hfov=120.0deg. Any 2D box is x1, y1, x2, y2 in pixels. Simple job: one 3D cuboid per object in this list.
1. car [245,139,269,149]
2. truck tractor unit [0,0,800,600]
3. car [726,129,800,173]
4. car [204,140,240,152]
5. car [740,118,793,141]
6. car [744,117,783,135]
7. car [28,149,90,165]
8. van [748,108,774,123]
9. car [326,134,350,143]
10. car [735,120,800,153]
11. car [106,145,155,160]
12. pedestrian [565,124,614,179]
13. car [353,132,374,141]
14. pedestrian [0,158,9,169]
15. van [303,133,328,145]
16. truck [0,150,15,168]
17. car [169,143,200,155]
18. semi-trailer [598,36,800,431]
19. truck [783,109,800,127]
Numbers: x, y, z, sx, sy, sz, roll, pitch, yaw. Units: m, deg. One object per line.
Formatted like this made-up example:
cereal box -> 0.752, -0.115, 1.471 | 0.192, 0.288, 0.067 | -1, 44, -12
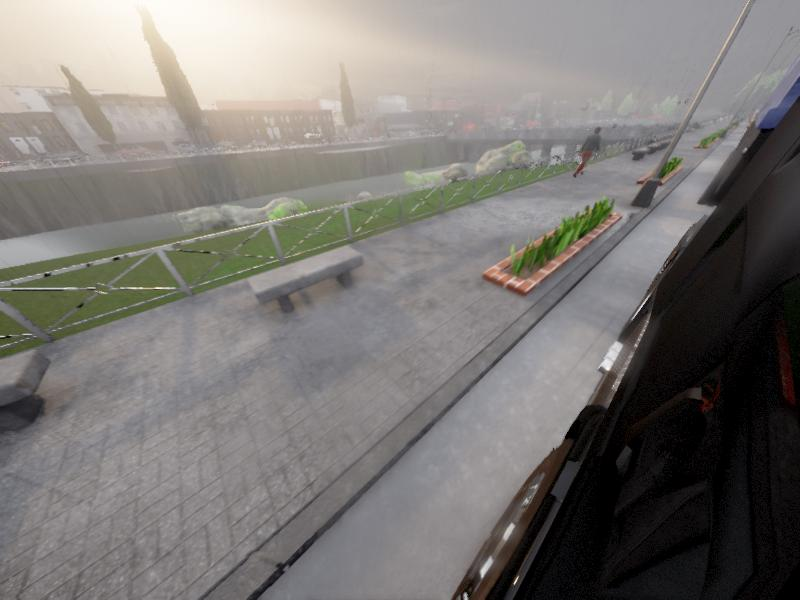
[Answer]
car -> -30.097, -32.855, 48.657 | 3.806, 1.475, 1.970 | -28, 43, -30
truck tractor unit -> 2.645, -0.295, 0.351 | 6.516, 4.208, 3.053 | -28, 44, -30
car -> 17.930, -7.287, 11.124 | 4.181, 1.385, 1.994 | -28, 43, -30
car -> -34.894, -30.364, 45.489 | 5.238, 1.638, 1.930 | -28, 43, -30
car -> 33.561, -15.693, 21.255 | 4.514, 1.525, 2.007 | -28, 43, -30
car -> 41.757, -20.052, 26.613 | 4.193, 1.474, 1.816 | -28, 43, -30
car -> -51.207, -21.646, 34.866 | 4.856, 1.649, 2.033 | -28, 43, -30
van -> 85.727, -43.915, 54.965 | 6.366, 2.431, 2.351 | -28, 43, -30
car -> -15.600, -40.655, 58.042 | 5.238, 1.638, 1.930 | -28, 43, -30
car -> 25.201, -11.232, 15.813 | 4.514, 1.525, 2.007 | -28, 43, -30
car -> -45.102, -24.903, 38.841 | 5.027, 1.651, 2.152 | -28, 43, -30
pedestrian -> 7.905, -6.222, 9.736 | 0.751, 1.860, 0.751 | -21, 40, -23
car -> -9.739, -43.789, 61.876 | 4.856, 1.649, 2.033 | -28, 43, -30
pedestrian -> -53.122, -18.334, 30.300 | 0.751, 1.860, 0.751 | -5, 37, -2
van -> -18.911, -35.949, 51.597 | 4.480, 2.038, 2.069 | -28, 43, -30
truck -> -58.509, -18.660, 29.474 | 8.468, 3.827, 2.891 | -28, 43, -30
car -> -39.630, -27.762, 42.444 | 3.806, 1.475, 1.970 | -28, 44, -30
semi-trailer -> 8.704, -3.600, 4.226 | 14.254, 4.402, 2.717 | -28, 43, -30
truck -> 62.712, -28.375, 35.881 | 6.274, 2.098, 2.390 | -28, 43, -30
